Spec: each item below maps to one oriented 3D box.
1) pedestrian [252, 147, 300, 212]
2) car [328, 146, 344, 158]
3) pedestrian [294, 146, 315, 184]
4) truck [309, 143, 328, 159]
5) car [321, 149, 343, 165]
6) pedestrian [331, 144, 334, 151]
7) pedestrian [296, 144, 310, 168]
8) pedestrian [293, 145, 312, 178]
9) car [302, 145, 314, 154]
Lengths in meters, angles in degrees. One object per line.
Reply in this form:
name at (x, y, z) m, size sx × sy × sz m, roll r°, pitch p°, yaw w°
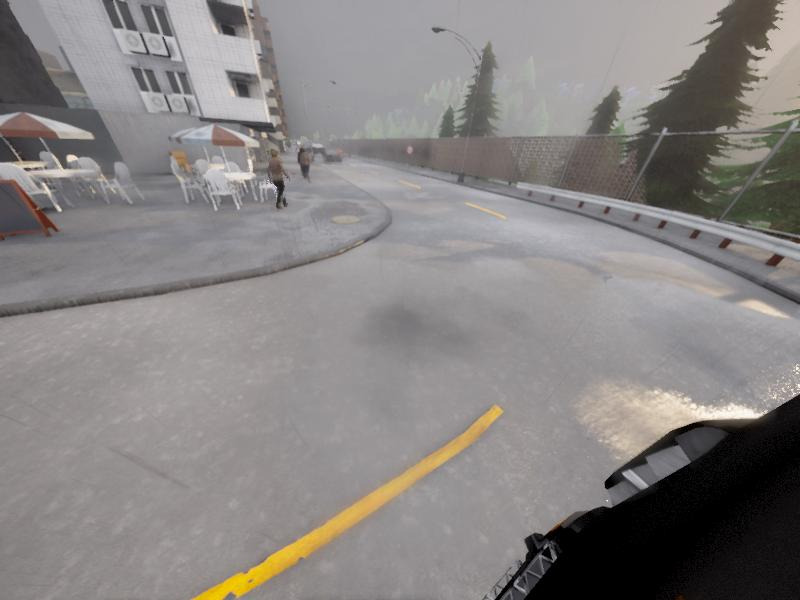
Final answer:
pedestrian at (-4.166, -4.078, 7.890) m, size 0.751 × 1.860 × 0.751 m, roll 8°, pitch 34°, yaw 7°
car at (-12.762, -29.534, 45.965) m, size 2.097 × 1.767 × 4.553 m, roll -11°, pitch 36°, yaw -20°
pedestrian at (-5.641, -8.006, 13.708) m, size 0.751 × 1.860 × 0.751 m, roll -16°, pitch 38°, yaw -26°
truck at (-14.657, -26.724, 41.291) m, size 2.390 × 2.098 × 6.274 m, roll -11°, pitch 36°, yaw -20°
car at (-9.026, -18.993, 30.565) m, size 1.882 × 1.535 × 5.008 m, roll -11°, pitch 36°, yaw -20°
pedestrian at (-21.736, -48.821, 74.105) m, size 0.751 × 1.860 × 0.751 m, roll -12°, pitch 36°, yaw -21°
pedestrian at (-9.081, -13.440, 21.645) m, size 0.751 × 1.860 × 0.751 m, roll -19°, pitch 40°, yaw -30°
pedestrian at (-6.622, -9.359, 15.675) m, size 0.751 × 1.860 × 0.751 m, roll -17°, pitch 38°, yaw -27°
car at (-22.125, -36.342, 55.651) m, size 1.930 × 1.638 × 5.238 m, roll -11°, pitch 36°, yaw -20°
